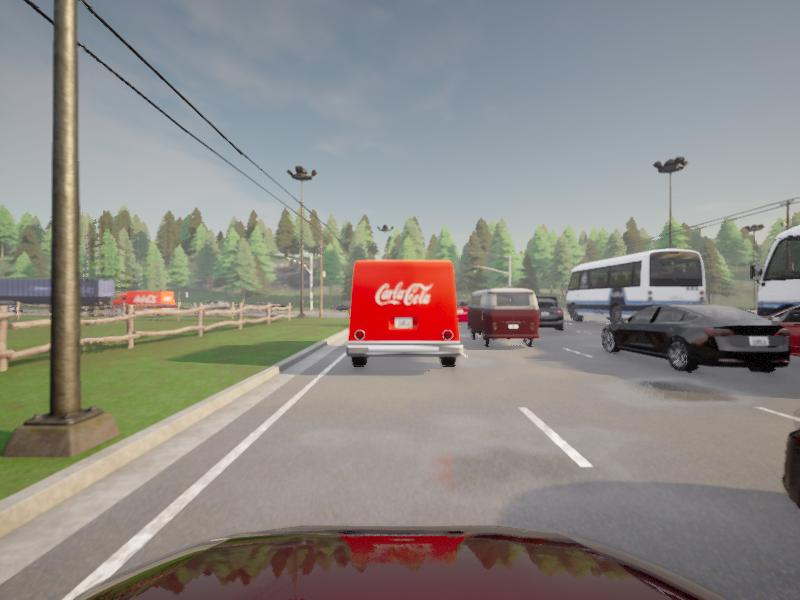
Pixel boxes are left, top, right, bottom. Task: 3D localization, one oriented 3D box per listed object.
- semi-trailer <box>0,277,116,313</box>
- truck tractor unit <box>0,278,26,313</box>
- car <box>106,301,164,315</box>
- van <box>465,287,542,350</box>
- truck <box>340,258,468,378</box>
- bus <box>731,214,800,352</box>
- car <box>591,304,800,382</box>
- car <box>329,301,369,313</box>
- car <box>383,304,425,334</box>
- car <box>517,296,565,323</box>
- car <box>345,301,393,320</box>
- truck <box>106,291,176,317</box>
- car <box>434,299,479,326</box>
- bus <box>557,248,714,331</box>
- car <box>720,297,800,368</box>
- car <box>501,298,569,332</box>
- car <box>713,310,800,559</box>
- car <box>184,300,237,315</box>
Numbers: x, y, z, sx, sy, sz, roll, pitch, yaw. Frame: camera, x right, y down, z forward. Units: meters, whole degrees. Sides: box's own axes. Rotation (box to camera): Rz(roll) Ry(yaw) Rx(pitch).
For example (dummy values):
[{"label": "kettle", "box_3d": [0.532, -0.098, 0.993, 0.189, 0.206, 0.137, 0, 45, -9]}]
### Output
[{"label": "semi-trailer", "box_3d": [-43.488, -0.605, 49.864, 14.254, 4.402, 2.717, 0, 0, 1]}, {"label": "truck tractor unit", "box_3d": [-51.405, -0.508, 50.001, 6.516, 4.208, 3.053, 0, 0, 1]}, {"label": "car", "box_3d": [-28.125, 0.836, 42.557, 5.008, 1.535, 1.882, 0, 0, 2]}, {"label": "van", "box_3d": [3.648, 0.600, 14.967, 1.775, 1.987, 4.442, 0, 0, 1]}, {"label": "truck", "box_3d": [0.107, 0.362, 10.845, 2.627, 2.467, 5.204, 0, 0, 1]}, {"label": "bus", "box_3d": [14.208, -0.532, 9.655, 3.944, 4.253, 10.273, 0, 0, 0]}, {"label": "car", "box_3d": [7.101, 0.854, 10.227, 2.163, 1.488, 4.792, 0, 0, 1]}, {"label": "car", "box_3d": [-6.501, 0.885, 50.987, 4.674, 1.442, 1.812, 0, 0, 18]}, {"label": "car", "box_3d": [0.207, 0.913, 20.890, 1.994, 1.385, 4.181, 0, 0, 1]}, {"label": "car", "box_3d": [10.382, 0.655, 29.780, 1.905, 1.878, 3.866, 0, 0, -7]}, {"label": "car", "box_3d": [-2.673, 0.839, 33.829, 2.007, 1.525, 4.514, 0, 0, -35]}, {"label": "truck", "box_3d": [-25.100, 0.369, 38.941, 5.204, 2.467, 2.627, 0, 0, 2]}, {"label": "car", "box_3d": [3.609, 0.765, 26.541, 2.242, 1.667, 4.611, 0, 0, -1]}, {"label": "bus", "box_3d": [14.048, -0.527, 25.543, 3.944, 4.253, 10.273, 0, 0, 0]}, {"label": "car", "box_3d": [10.518, 0.759, 9.511, 2.242, 1.667, 4.611, 0, 0, 2]}, {"label": "car", "box_3d": [7.218, 0.762, 21.976, 2.242, 1.667, 4.611, 0, 0, 1]}, {"label": "car", "box_3d": [3.504, 0.836, 0.691, 2.128, 1.511, 4.902, 0, 0, 1]}, {"label": "car", "box_3d": [-21.616, 0.794, 45.826, 5.027, 1.651, 2.152, 0, 0, 3]}]
